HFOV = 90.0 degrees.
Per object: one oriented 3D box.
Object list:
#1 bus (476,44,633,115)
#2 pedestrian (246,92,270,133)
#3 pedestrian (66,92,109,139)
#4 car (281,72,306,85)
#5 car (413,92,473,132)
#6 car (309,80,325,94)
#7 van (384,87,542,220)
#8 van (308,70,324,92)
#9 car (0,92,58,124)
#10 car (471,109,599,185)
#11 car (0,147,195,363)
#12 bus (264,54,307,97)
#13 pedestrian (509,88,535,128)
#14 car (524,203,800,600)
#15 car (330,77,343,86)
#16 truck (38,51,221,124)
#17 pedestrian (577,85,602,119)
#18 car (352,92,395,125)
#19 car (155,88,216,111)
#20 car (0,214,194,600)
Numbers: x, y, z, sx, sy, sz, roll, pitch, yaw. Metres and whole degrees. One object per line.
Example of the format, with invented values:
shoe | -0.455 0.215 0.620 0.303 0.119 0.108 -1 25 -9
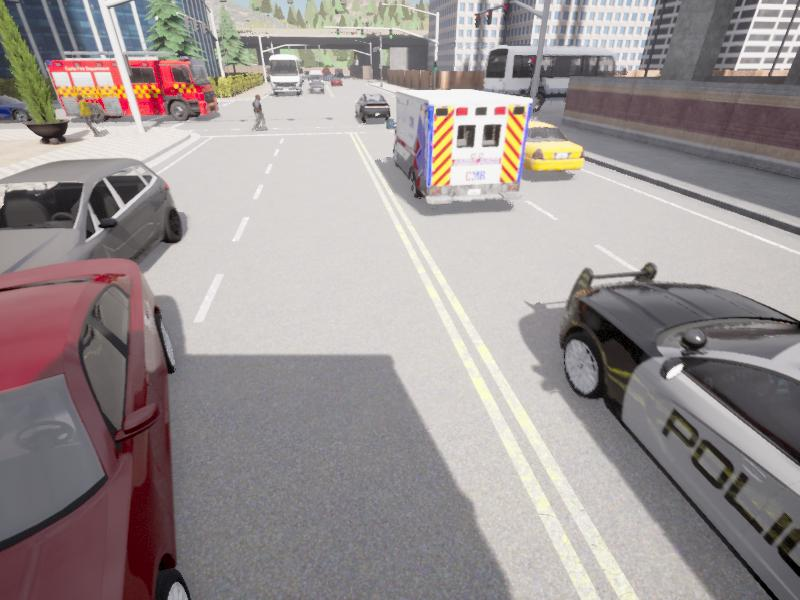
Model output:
bus | 11.548 -16.792 30.527 10.273 4.253 3.944 -10 31 -16
pedestrian | -7.401 -9.815 20.936 0.751 1.860 0.751 -1 30 -2
pedestrian | -14.178 -8.386 18.199 0.751 1.860 0.751 -4 31 -7
car | -20.691 -43.007 77.617 2.150 2.045 5.566 -23 38 -36
car | 2.326 -10.980 23.150 2.242 1.667 4.611 -5 31 -9
car | -10.780 -27.579 51.811 1.812 1.442 4.674 -5 31 -9
van | 1.198 -4.543 11.383 2.351 2.431 6.366 -5 31 -9
van | -12.174 -31.898 58.124 1.988 2.561 5.915 -5 31 -9
car | -24.921 -11.957 24.912 4.856 1.649 2.033 -6 31 -9
car | 4.279 -5.504 13.859 1.801 1.575 5.366 -5 31 -9
car | -5.254 -1.096 6.258 2.242 1.667 4.611 -5 30 -8
bus | -13.929 -27.979 49.719 3.944 4.253 10.273 -5 31 -9
pedestrian | 6.538 -10.345 21.516 0.751 1.860 0.751 -11 32 -19
car | 3.044 0.937 2.777 1.930 1.638 5.238 -5 30 -9
car | -11.598 -39.734 72.692 1.994 1.385 4.181 -6 31 -9
truck | -16.568 -13.504 25.367 8.468 3.827 2.891 -3 30 -5
pedestrian | 11.706 -12.250 24.771 0.751 1.860 0.751 -3 30 -4
car | -1.798 -12.488 25.897 2.128 1.511 4.902 -5 31 -9
car | -17.106 -16.106 32.072 3.705 1.549 1.789 -2 30 -4
car | -2.779 0.969 2.828 1.882 1.535 5.008 -15 33 -24
